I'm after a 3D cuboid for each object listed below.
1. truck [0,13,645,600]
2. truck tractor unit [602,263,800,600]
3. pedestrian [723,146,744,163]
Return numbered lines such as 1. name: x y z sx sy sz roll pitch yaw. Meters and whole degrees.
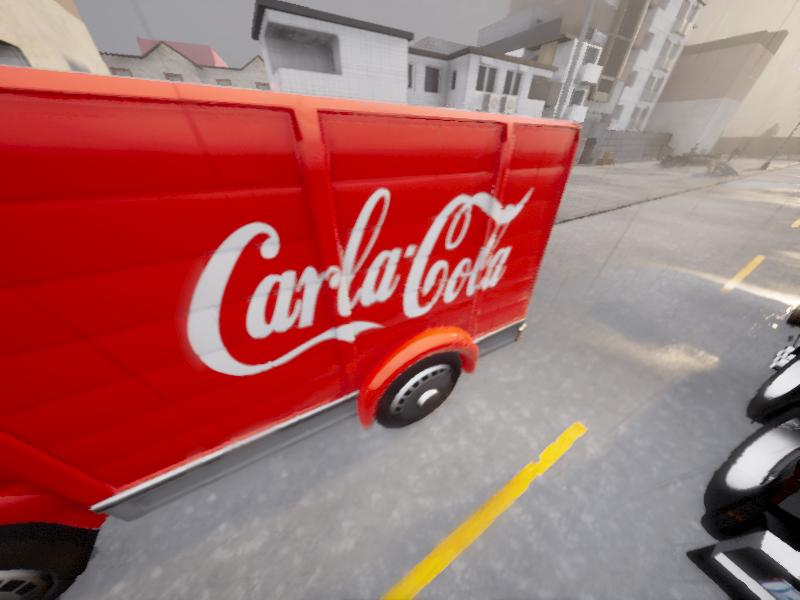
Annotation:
1. truck: -1.429 -0.077 1.966 5.204 2.467 2.627 -18 39 -24
2. truck tractor unit: 5.116 -0.289 0.799 6.516 4.208 3.053 -18 39 -25
3. pedestrian: 43.125 -18.819 29.872 0.751 1.860 0.751 -26 42 -32
